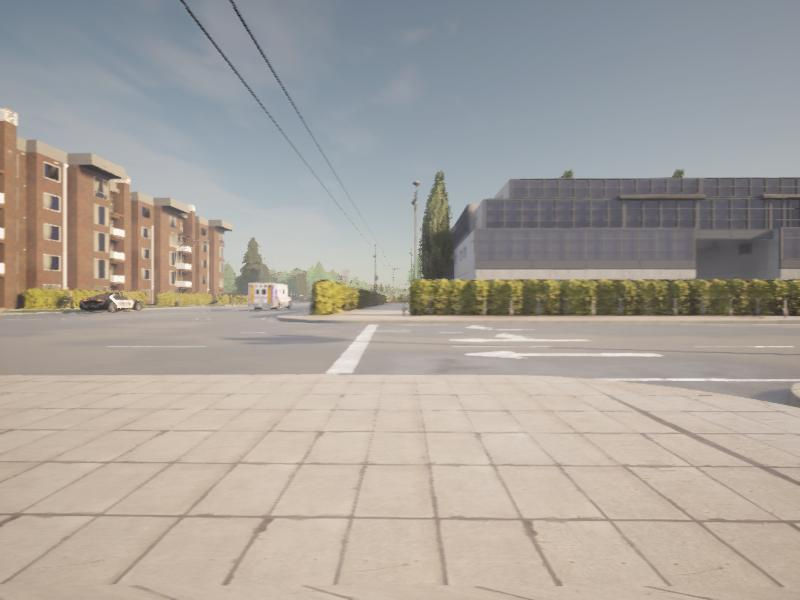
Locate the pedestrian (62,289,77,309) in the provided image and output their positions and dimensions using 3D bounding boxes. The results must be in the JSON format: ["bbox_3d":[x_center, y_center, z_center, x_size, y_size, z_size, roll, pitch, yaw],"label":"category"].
[{"bbox_3d":[-30.688,-0.120,37.170,0.751,1.860,0.751,0,0,1],"label":"pedestrian"}]

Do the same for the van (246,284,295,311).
[{"bbox_3d":[-12.150,-0.228,38.147,2.351,2.431,6.366,0,0,3],"label":"van"}]

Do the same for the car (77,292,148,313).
[{"bbox_3d":[-22.679,0.219,31.886,2.038,1.542,4.974,0,0,1],"label":"car"}]
